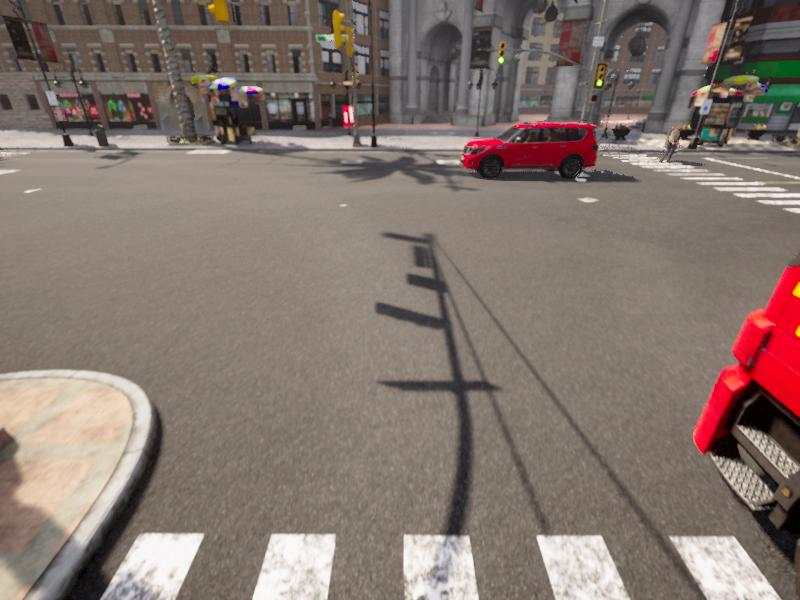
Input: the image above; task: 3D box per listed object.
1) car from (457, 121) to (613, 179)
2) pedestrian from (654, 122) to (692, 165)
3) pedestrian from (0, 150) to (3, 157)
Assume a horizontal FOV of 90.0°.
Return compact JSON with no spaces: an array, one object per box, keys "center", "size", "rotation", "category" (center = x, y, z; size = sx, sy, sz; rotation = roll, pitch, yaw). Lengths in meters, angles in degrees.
[{"center":[5.422,-6.349,16.856],"size":[5.566,2.045,2.150],"rotation":[0,27,-1],"category":"car"},{"center":[13.410,-7.702,19.694],"size":[0.751,1.860,0.751],"rotation":[-6,28,-12],"category":"pedestrian"},{"center":[-21.727,-8.349,20.755],"size":[0.751,1.860,0.751],"rotation":[1,27,1],"category":"pedestrian"}]
